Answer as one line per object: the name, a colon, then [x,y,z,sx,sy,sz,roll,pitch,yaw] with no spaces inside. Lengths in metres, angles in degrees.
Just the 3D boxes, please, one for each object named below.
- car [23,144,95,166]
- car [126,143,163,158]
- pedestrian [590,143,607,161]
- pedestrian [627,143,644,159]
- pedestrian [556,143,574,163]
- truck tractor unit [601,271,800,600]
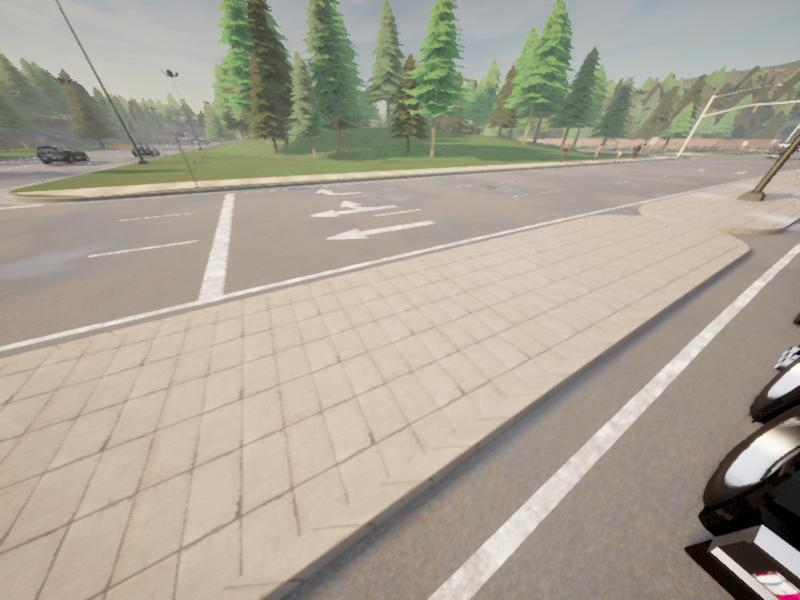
car: [-33.940,-14.663,23.267,2.033,1.649,4.856,-16,38,-23]
car: [-36.103,-21.267,32.812,2.038,1.542,4.974,-17,38,-23]
pedestrian: [24.514,-18.247,28.532,0.751,1.860,0.751,-17,38,-23]
pedestrian: [32.915,-20.839,32.348,0.751,1.860,0.751,-17,38,-23]
pedestrian: [18.608,-16.561,26.045,0.751,1.860,0.751,-16,38,-22]
truck tractor unit: [5.126,-0.283,0.776,6.516,4.208,3.053,-17,39,-24]
